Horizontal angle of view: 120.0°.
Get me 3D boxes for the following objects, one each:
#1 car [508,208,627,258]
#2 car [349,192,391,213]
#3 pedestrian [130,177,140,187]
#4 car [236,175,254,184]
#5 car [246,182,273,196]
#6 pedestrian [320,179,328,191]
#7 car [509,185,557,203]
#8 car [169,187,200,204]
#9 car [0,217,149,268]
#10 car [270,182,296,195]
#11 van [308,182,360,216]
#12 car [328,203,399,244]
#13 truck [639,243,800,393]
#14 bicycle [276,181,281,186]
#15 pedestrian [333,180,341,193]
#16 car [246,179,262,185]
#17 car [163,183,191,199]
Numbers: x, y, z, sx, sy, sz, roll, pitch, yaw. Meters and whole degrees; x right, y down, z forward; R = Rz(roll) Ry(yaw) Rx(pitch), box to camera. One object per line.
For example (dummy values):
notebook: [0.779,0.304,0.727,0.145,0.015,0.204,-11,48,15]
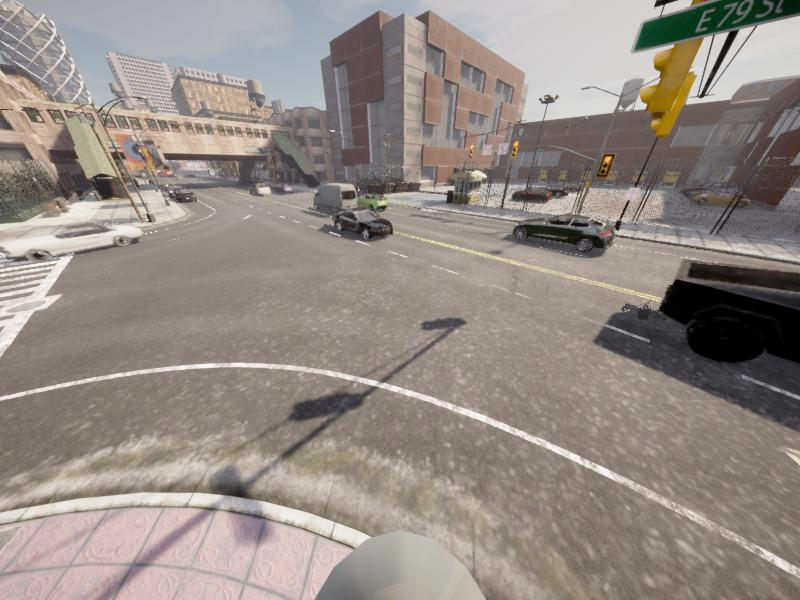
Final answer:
car: [9.463,-4.141,13.555,2.152,1.651,5.027,-25,38,-36]
car: [-3.250,-10.627,24.884,2.007,1.525,4.514,-26,39,-37]
pedestrian: [-56.804,-25.217,49.469,0.751,1.860,0.751,-24,38,-35]
car: [-42.132,-32.797,62.773,2.435,2.045,5.566,-27,39,-38]
car: [-23.046,-18.225,37.901,2.242,1.667,4.611,-26,39,-37]
pedestrian: [-13.913,-21.130,42.391,0.751,1.860,0.751,20,35,30]
car: [17.025,-13.733,29.804,2.185,1.767,4.553,-27,39,-38]
car: [-28.751,-14.010,30.735,2.097,1.535,5.008,-27,39,-38]
car: [-17.308,-3.288,12.404,1.895,1.301,4.718,16,34,25]
car: [-20.084,-19.204,39.636,2.033,1.649,4.856,-26,39,-37]
van: [-6.751,-10.353,23.399,1.988,2.561,5.915,-26,39,-37]
car: [-2.572,-5.358,15.643,1.930,1.638,5.238,-26,39,-37]
truck: [9.512,0.860,4.418,2.390,2.098,6.274,-23,37,-34]
bicycle: [-27.647,-26.484,52.524,1.643,1.024,0.373,27,29,38]
pedestrian: [-10.740,-19.287,39.197,0.751,1.860,0.751,22,37,34]
car: [-36.902,-29.865,58.427,1.895,1.301,4.718,-27,39,-38]
car: [-33.366,-16.355,34.546,2.185,1.767,4.553,-27,39,-38]
